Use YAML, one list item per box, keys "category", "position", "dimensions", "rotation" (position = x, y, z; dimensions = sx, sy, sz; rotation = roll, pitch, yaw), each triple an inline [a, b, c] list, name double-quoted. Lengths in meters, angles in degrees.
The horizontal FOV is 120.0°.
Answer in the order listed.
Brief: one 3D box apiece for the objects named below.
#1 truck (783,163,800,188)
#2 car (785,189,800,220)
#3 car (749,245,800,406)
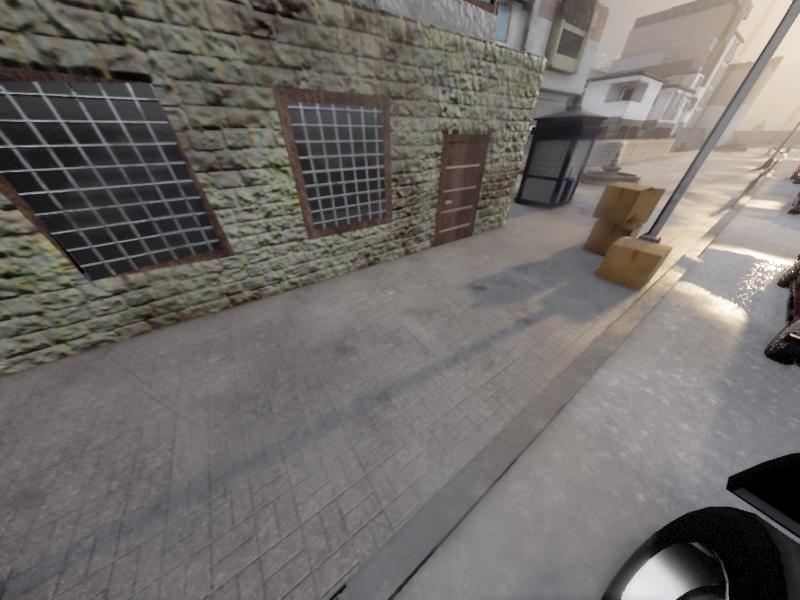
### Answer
- category: "truck"
  position: [23.895, -7.528, 12.265]
  dimensions: [5.204, 2.467, 2.627]
  rotation: [-23, 41, -27]
- category: "car"
  position: [15.173, -3.539, 7.644]
  dimensions: [4.181, 1.385, 1.994]
  rotation: [-22, 41, -28]
- category: "car"
  position: [6.377, 0.057, 2.675]
  dimensions: [4.718, 1.301, 1.895]
  rotation: [-22, 41, -28]
